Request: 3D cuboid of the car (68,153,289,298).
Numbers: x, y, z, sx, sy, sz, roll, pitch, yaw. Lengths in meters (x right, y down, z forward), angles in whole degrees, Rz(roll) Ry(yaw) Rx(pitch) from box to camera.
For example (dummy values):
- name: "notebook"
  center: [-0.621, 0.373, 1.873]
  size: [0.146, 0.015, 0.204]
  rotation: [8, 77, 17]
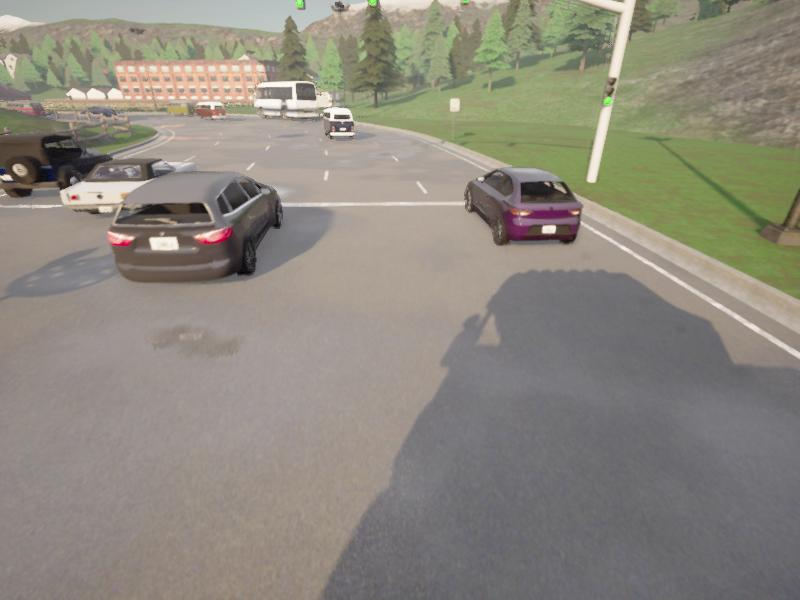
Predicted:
- name: "car"
  center: [-3.937, -1.864, 8.366]
  size: [2.242, 1.667, 4.611]
  rotation: [-2, 28, -4]

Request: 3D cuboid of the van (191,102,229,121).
- name: "van"
  center: [-23.501, -23.381, 49.568]
  size: [4.480, 2.038, 2.069]
  rotation: [20, 32, 33]

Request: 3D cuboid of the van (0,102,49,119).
- name: "van"
  center: [-49.009, -24.766, 52.229]
  size: [4.442, 1.987, 1.775]
  rotation: [4, 28, 8]

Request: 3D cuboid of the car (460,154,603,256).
- name: "car"
  center: [2.903, -2.583, 9.991]
  size: [1.816, 1.474, 4.193]
  rotation: [-2, 27, -4]

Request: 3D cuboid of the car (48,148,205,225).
- name: "car"
  center: [-7.831, -3.622, 12.165]
  size: [1.895, 1.301, 4.718]
  rotation: [-3, 27, -5]

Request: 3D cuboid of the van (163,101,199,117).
- name: "van"
  center: [-31.552, -27.536, 57.647]
  size: [4.442, 1.987, 1.775]
  rotation: [11, 29, 21]

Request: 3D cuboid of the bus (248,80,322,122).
- name: "bus"
  center: [-14.615, -25.052, 50.416]
  size: [3.944, 4.253, 10.273]
  rotation: [-22, 35, -40]

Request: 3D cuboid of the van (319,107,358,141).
- name: "van"
  center: [-4.722, -13.425, 30.349]
  size: [2.069, 2.038, 4.480]
  rotation: [-7, 28, -16]

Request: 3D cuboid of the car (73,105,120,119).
- name: "car"
  center: [-40.994, -25.464, 54.162]
  size: [4.792, 1.488, 2.163]
  rotation: [6, 28, 12]

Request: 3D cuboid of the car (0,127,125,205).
- name: "car"
  center: [-11.559, -4.664, 13.523]
  size: [1.905, 1.878, 3.866]
  rotation: [-3, 28, -6]
